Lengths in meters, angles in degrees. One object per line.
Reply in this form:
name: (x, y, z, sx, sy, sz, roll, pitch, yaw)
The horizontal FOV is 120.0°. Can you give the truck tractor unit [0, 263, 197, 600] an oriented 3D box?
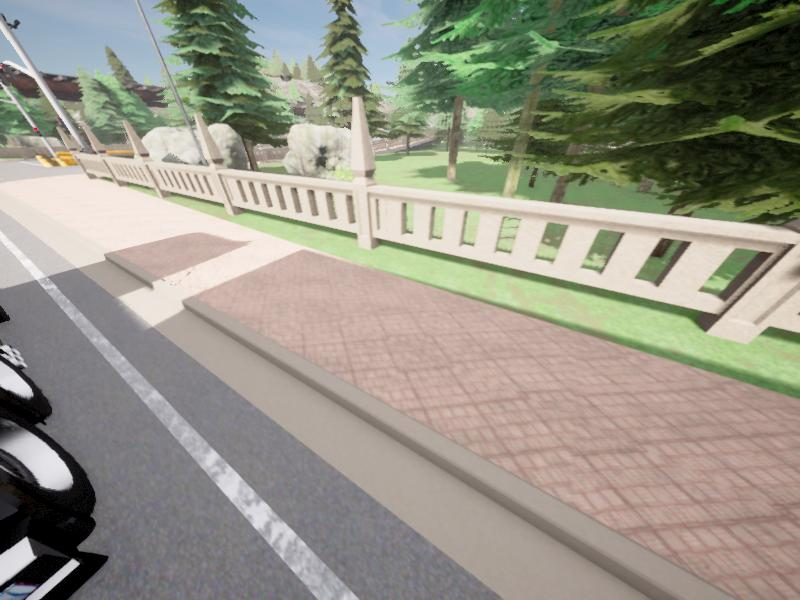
truck tractor unit: (-5.110, -0.302, 0.779, 6.516, 4.208, 3.053, 18, 39, 24)
